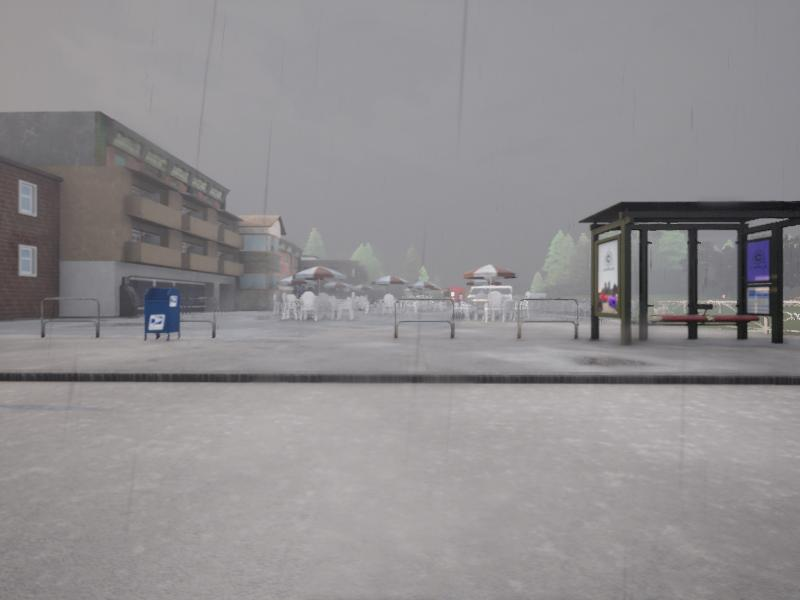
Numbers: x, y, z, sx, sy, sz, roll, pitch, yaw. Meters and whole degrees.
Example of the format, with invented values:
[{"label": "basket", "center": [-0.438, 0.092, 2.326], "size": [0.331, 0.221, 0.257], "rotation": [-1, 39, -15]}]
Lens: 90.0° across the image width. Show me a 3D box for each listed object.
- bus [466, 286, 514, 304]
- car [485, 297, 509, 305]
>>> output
[{"label": "bus", "center": [20.625, -1.135, 92.622], "size": [10.273, 4.253, 3.944], "rotation": [0, 0, 1]}, {"label": "car", "center": [21.384, 0.172, 88.728], "size": [4.856, 1.649, 2.033], "rotation": [0, 0, 1]}]
